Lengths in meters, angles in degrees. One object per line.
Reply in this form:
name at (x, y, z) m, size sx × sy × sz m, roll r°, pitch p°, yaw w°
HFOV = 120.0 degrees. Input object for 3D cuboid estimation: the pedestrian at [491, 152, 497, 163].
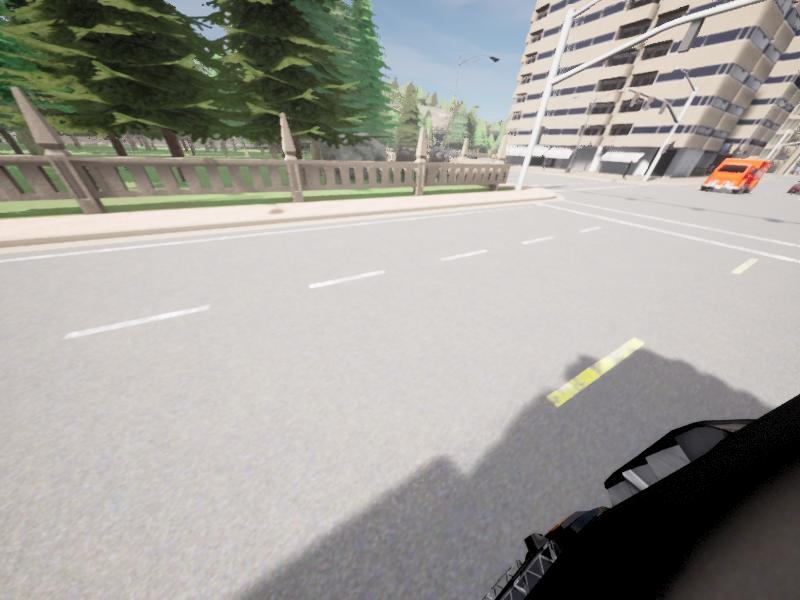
pedestrian at (19.909, -30.253, 49.079) m, size 0.751 × 1.860 × 0.751 m, roll 8°, pitch 34°, yaw 8°

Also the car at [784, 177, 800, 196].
car at (37.880, -10.363, 21.162) m, size 4.181 × 1.385 × 1.994 m, roll -15°, pitch 37°, yaw -25°

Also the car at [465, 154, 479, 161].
car at (18.267, -35.833, 58.168) m, size 1.994 × 1.385 × 4.181 m, roll 21°, pitch 37°, yaw 25°

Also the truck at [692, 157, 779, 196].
truck at (28.263, -10.437, 19.539) m, size 5.204 × 2.467 × 2.627 m, roll -14°, pitch 37°, yaw -26°

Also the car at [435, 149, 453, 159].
car at (12.699, -41.787, 66.157) m, size 2.150 × 2.045 × 5.566 m, roll 27°, pitch 41°, yaw 33°

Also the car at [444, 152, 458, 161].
car at (12.161, -34.043, 54.742) m, size 2.242 × 1.667 × 4.611 m, roll 14°, pitch 35°, yaw 17°

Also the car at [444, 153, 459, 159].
car at (13.994, -39.277, 63.001) m, size 1.812 × 1.442 × 4.674 m, roll 25°, pitch 40°, yaw 30°

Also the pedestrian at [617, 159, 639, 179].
pedestrian at (25.422, -14.585, 25.775) m, size 0.751 × 1.860 × 0.751 m, roll -12°, pitch 36°, yaw -21°

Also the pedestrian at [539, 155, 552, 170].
pedestrian at (21.137, -19.910, 33.521) m, size 0.751 × 1.860 × 0.751 m, roll -6°, pitch 34°, yaw -12°
